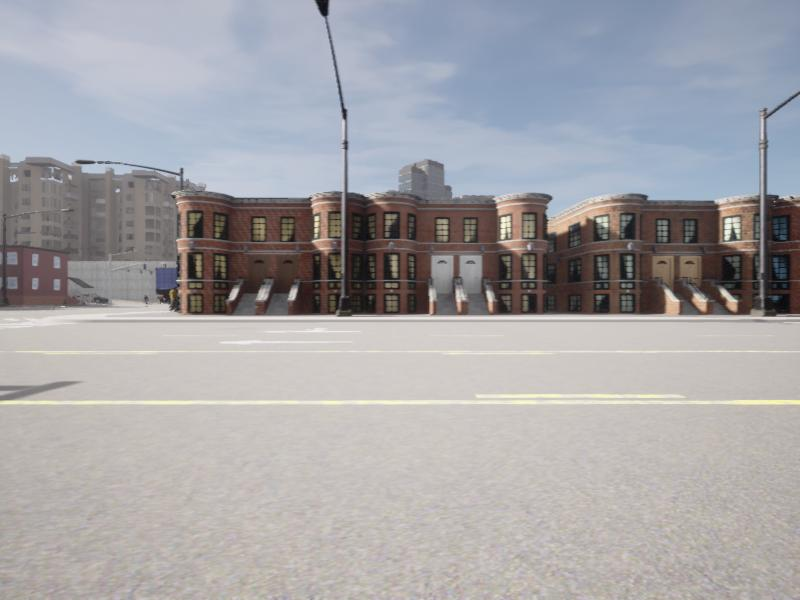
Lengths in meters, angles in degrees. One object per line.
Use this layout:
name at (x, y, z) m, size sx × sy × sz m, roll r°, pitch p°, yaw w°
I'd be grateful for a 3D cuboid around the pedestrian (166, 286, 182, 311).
pedestrian at (-16.820, -0.109, 29.809) m, size 0.751 × 1.860 × 0.751 m, roll 0°, pitch 0°, yaw 3°

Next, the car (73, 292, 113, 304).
car at (-52.377, -0.347, 68.318) m, size 5.238 × 1.638 × 1.930 m, roll 5°, pitch 0°, yaw 0°

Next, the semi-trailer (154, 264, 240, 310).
semi-trailer at (-22.535, -1.218, 45.864) m, size 2.717 × 4.402 × 14.254 m, roll 0°, pitch 0°, yaw -1°

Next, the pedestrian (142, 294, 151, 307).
pedestrian at (-38.127, 0.050, 60.124) m, size 0.751 × 1.860 × 0.751 m, roll 0°, pitch 0°, yaw 17°
